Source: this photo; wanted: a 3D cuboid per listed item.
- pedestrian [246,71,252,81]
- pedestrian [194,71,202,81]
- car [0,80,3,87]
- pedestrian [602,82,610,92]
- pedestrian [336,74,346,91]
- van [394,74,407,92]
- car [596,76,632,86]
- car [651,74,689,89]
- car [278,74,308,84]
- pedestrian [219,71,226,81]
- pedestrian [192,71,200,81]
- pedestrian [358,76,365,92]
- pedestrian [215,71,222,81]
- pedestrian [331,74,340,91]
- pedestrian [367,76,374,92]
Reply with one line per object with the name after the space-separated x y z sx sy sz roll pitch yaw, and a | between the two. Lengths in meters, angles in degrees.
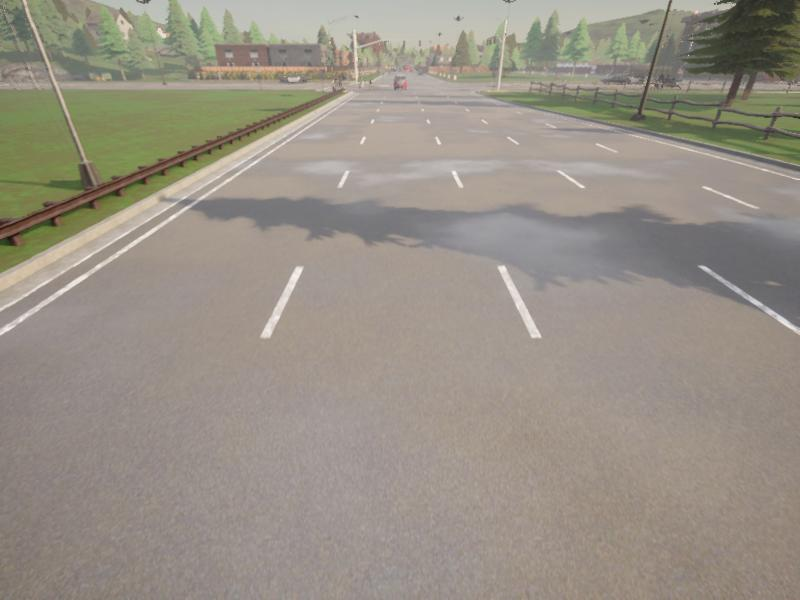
-31.810 -47.246 84.389 0.751 1.860 0.751 1 30 1 | pedestrian
-42.566 -47.250 84.393 0.751 1.860 0.751 18 35 28 | pedestrian
-66.962 -35.013 64.239 4.193 1.474 1.816 0 30 0 | car
25.949 -26.906 50.455 0.500 1.100 0.500 2 30 3 | pedestrian
-7.692 -28.309 52.087 0.751 1.860 0.751 18 35 28 | pedestrian
0.052 -29.711 54.704 1.775 1.987 4.442 0 30 0 | van
37.481 -38.480 70.154 4.892 1.490 1.837 0 30 1 | car
40.524 -32.805 60.109 3.866 1.878 1.905 0 30 1 | car
-20.465 -42.388 76.719 4.974 1.542 2.038 0 30 1 | car
-37.460 -47.243 84.382 0.751 1.860 0.751 1 30 1 | pedestrian
-43.242 -47.496 84.812 0.751 1.860 0.751 -26 39 -37 | pedestrian
-5.006 -27.840 51.589 0.751 1.860 0.751 0 30 0 | pedestrian
-38.170 -47.213 84.331 0.751 1.860 0.751 3 30 4 | pedestrian
-8.311 -28.138 51.794 0.751 1.860 0.751 10 32 17 | pedestrian
-3.820 -28.329 52.424 0.751 1.860 0.751 3 31 5 | pedestrian
